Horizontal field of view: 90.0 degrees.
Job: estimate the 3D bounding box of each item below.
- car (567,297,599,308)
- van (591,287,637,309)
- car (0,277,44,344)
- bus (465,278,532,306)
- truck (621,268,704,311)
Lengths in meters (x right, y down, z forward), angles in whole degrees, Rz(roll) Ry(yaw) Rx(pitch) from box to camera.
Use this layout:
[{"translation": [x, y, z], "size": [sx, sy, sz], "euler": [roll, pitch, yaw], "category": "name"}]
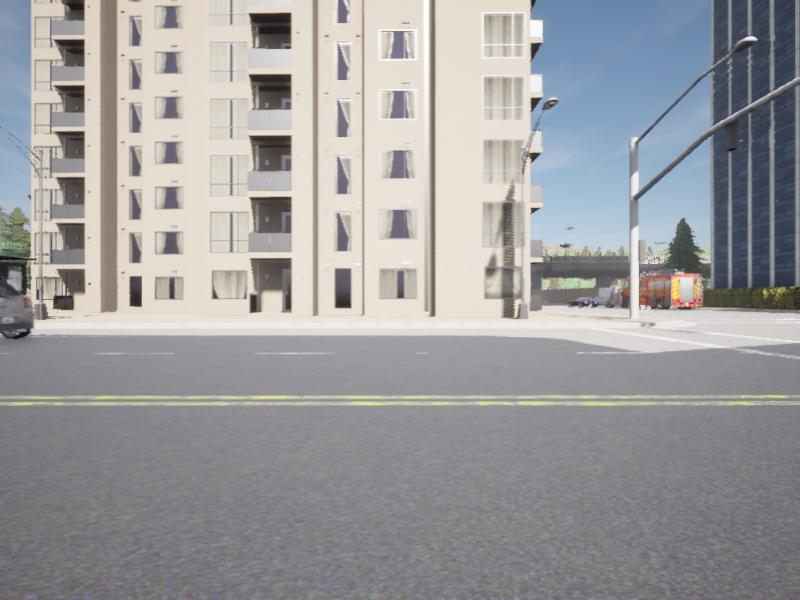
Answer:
[{"translation": [22.530, 0.327, 49.400], "size": [1.895, 1.301, 4.718], "euler": [0, 0, 1], "category": "car"}, {"translation": [26.028, -0.241, 49.034], "size": [2.351, 2.431, 6.366], "euler": [0, 0, 1], "category": "van"}, {"translation": [-10.830, 0.236, 9.212], "size": [3.633, 1.501, 1.845], "euler": [0, 0, 0], "category": "car"}, {"translation": [16.420, -1.201, 67.410], "size": [10.273, 4.253, 3.944], "euler": [0, -2, 41], "category": "bus"}, {"translation": [25.938, -0.939, 40.179], "size": [2.891, 3.827, 8.468], "euler": [0, 0, 1], "category": "truck"}]
